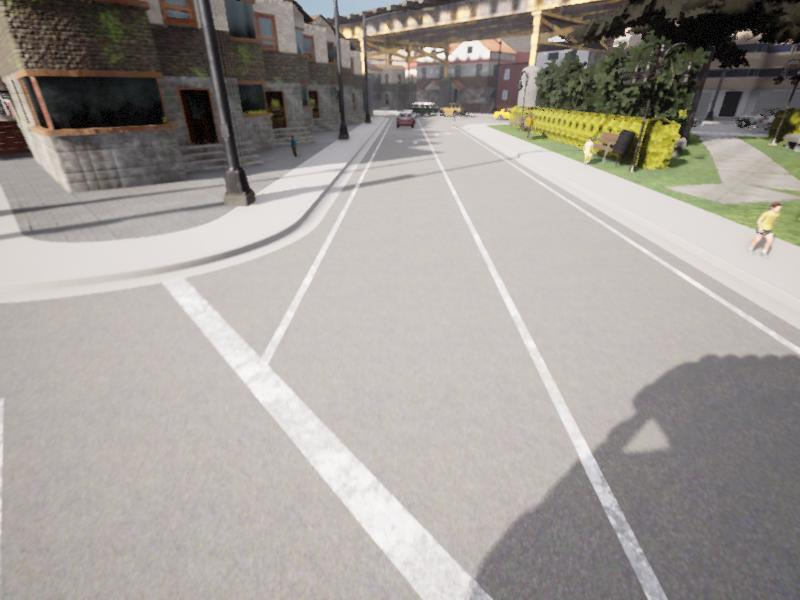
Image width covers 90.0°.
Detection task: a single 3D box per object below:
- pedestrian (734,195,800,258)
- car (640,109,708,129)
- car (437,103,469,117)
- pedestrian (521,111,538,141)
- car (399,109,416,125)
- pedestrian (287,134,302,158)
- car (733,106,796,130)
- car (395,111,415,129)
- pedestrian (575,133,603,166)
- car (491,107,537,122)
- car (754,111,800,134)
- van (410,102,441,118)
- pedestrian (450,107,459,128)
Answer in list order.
[{"bbox_3d":[7.146,-1.426,7.799,0.500,1.100,0.500,2,27,5],"label":"pedestrian"},{"bbox_3d":[27.357,-18.168,40.068,2.152,1.651,5.027,-24,35,-38],"label":"car"},{"bbox_3d":[8.238,-29.587,62.257,1.932,1.855,4.605,-24,35,-38],"label":"car"},{"bbox_3d":[8.889,-11.960,27.505,0.751,1.860,0.751,0,27,1],"label":"pedestrian"},{"bbox_3d":[0.913,-21.601,47.188,1.970,1.475,3.806,0,27,2],"label":"car"},{"bbox_3d":[-5.379,-7.860,20.435,0.500,1.100,0.500,1,27,3],"label":"pedestrian"},{"bbox_3d":[34.507,-17.266,37.944,1.905,1.878,3.866,-24,35,-38],"label":"car"},{"bbox_3d":[0.586,-18.943,42.005,1.970,1.475,3.806,1,27,2],"label":"car"},{"bbox_3d":[8.437,-6.726,17.913,0.751,1.300,0.751,2,27,5],"label":"pedestrian"},{"bbox_3d":[14.677,-24.113,51.836,1.801,1.575,5.366,-23,35,-37],"label":"car"},{"bbox_3d":[33.904,-15.137,34.094,2.152,1.651,5.027,-24,35,-38],"label":"car"},{"bbox_3d":[3.869,-29.407,61.775,2.069,2.038,4.480,-24,35,-38],"label":"van"},{"bbox_3d":[5.575,-18.763,41.130,0.751,1.860,0.751,6,28,12],"label":"pedestrian"}]
